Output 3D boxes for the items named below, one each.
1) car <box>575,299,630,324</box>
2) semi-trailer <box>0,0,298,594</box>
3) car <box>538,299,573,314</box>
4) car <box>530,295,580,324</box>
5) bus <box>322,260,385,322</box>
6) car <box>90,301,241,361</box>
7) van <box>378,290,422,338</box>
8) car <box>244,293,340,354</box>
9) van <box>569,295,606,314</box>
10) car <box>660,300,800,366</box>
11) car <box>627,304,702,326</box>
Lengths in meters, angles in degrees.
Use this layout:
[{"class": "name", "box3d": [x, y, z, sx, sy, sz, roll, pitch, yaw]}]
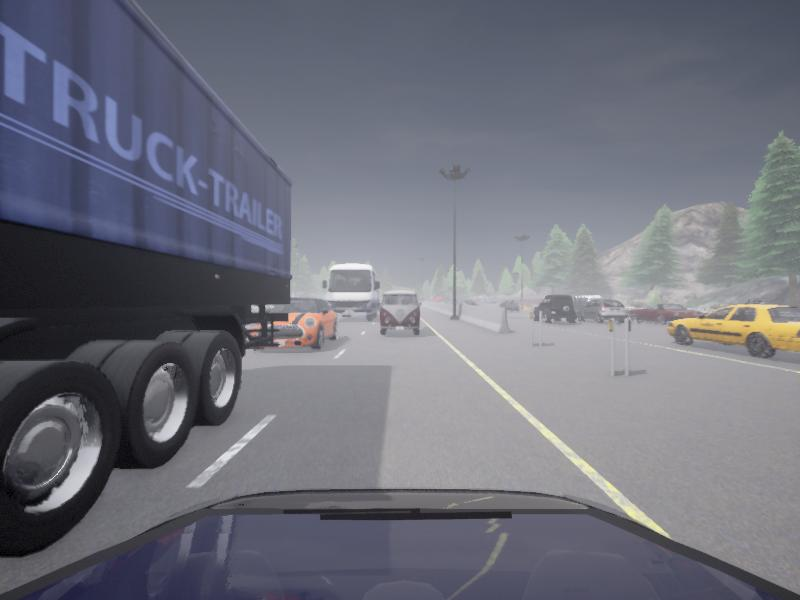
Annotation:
[{"class": "car", "box3d": [14.001, 0.755, 27.918, 1.851, 1.617, 3.988, 0, 0, 0]}, {"class": "semi-trailer", "box3d": [-3.505, -0.623, 1.271, 2.717, 4.402, 14.254, 0, 0, 0]}, {"class": "car", "box3d": [17.497, 0.702, 45.274, 2.242, 1.667, 4.611, 0, 0, 0]}, {"class": "car", "box3d": [10.500, 0.613, 27.343, 1.905, 1.878, 3.866, 0, 0, 0]}, {"class": "bus", "box3d": [-3.381, -0.571, 32.539, 3.944, 4.253, 10.273, 0, 0, 0]}, {"class": "car", "box3d": [-7.002, 0.807, 12.753, 1.882, 1.535, 5.008, 0, 0, 0]}, {"class": "van", "box3d": [-0.002, 0.576, 18.595, 1.775, 1.987, 4.442, 0, 0, 0]}, {"class": "car", "box3d": [-3.501, 0.678, 13.945, 2.097, 1.767, 4.553, 0, 0, 0]}, {"class": "van", "box3d": [20.998, 0.518, 44.924, 2.069, 2.038, 4.480, 0, 0, 0]}, {"class": "car", "box3d": [10.498, 0.787, 12.090, 1.801, 1.575, 5.366, 0, 0, 0]}, {"class": "car", "box3d": [17.498, 0.911, 26.769, 1.895, 1.301, 4.718, 0, 0, 0]}]
